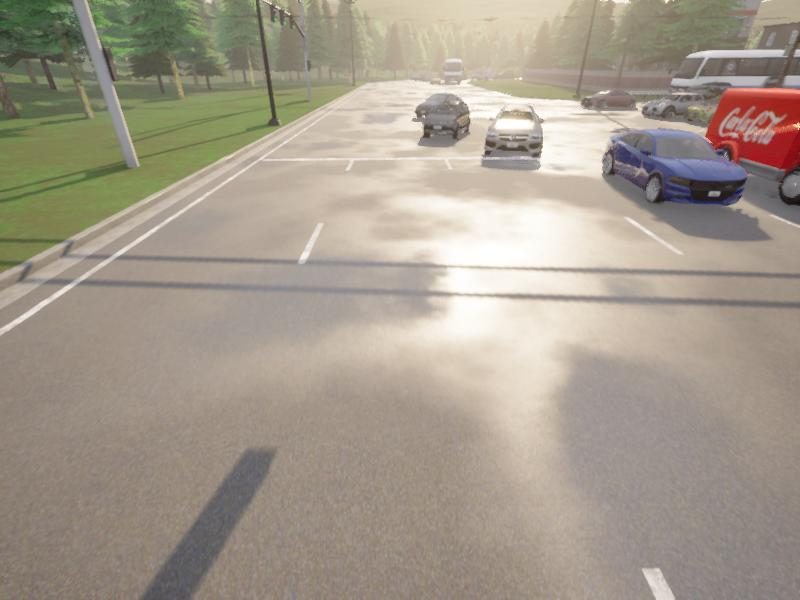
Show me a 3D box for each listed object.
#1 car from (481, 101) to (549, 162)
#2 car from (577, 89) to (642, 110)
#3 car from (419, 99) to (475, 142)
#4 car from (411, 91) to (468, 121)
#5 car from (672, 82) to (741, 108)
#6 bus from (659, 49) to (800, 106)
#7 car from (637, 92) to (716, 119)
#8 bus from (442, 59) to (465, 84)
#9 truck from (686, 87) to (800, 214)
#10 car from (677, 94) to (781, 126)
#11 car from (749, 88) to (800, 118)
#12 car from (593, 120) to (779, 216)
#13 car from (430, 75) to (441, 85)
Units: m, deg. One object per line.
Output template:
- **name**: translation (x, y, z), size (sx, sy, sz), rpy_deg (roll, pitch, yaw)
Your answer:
- **car**: translation (4.776, -7.170, 16.664), size (2.152, 1.651, 5.027), rpy_deg (7, 31, 13)
- **car**: translation (17.327, -16.684, 33.195), size (4.181, 1.385, 1.994), rpy_deg (-5, 31, -9)
- **car**: translation (2.394, -9.002, 19.870), size (1.789, 1.549, 3.705), rpy_deg (10, 31, 18)
- **car**: translation (2.805, -13.404, 27.506), size (1.812, 1.442, 4.674), rpy_deg (18, 35, 29)
- **car**: translation (25.791, -17.326, 33.778), size (3.866, 1.878, 1.905), rpy_deg (0, 30, -1)
- **bus**: translation (30.349, -20.063, 36.117), size (10.273, 4.253, 3.944), rpy_deg (0, 30, 0)
- **car**: translation (18.711, -13.242, 27.198), size (3.806, 1.475, 1.970), rpy_deg (-6, 31, -9)
- **bus**: translation (11.098, -46.637, 81.573), size (3.944, 4.253, 10.273), rpy_deg (5, 31, 8)
- **truck**: translation (10.930, -4.203, 10.749), size (2.627, 2.467, 5.204), rpy_deg (2, 30, 3)
- **car**: translation (19.859, -11.589, 24.320), size (4.514, 1.525, 2.007), rpy_deg (-4, 31, -7)
- **car**: translation (27.753, -13.719, 27.825), size (4.611, 1.667, 2.242), rpy_deg (0, 30, 0)
- **car**: translation (7.410, -3.924, 11.194), size (1.882, 1.535, 5.008), rpy_deg (2, 30, 4)
- **car**: translation (6.937, -42.940, 77.941), size (1.801, 1.575, 5.366), rpy_deg (0, 30, 1)
